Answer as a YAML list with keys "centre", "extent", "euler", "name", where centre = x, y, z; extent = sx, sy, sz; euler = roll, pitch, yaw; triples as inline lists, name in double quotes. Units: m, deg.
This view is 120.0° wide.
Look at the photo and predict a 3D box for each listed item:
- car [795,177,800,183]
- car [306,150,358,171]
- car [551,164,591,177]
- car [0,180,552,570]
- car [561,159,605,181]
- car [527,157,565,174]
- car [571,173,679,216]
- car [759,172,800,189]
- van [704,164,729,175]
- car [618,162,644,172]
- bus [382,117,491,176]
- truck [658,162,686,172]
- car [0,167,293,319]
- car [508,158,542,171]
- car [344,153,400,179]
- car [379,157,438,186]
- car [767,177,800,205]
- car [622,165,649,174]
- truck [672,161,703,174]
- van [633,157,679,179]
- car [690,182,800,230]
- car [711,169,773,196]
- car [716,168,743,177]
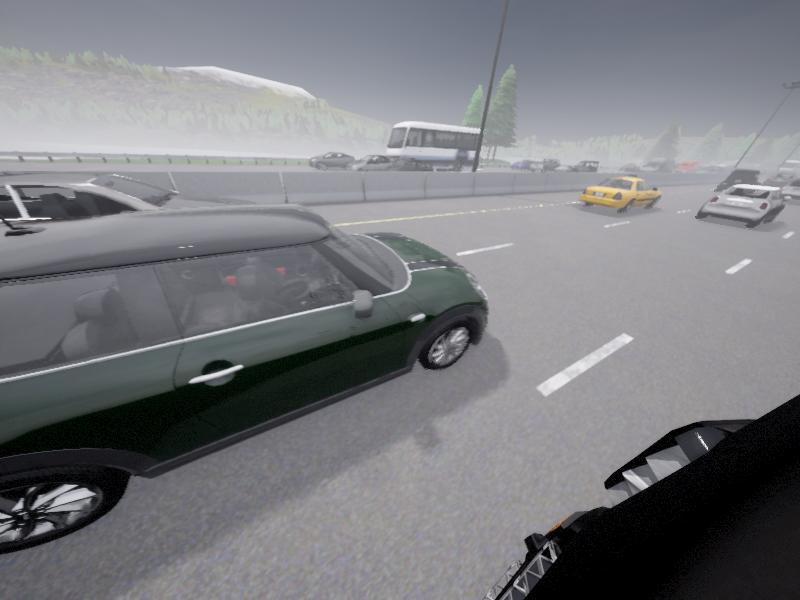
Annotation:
- centre: [72.998, -21.605, 41.003]
  extent: [4.856, 1.649, 2.033]
  euler: [-15, 37, -25]
  name: "car"
- centre: [-6.729, -13.903, 23.064]
  extent: [4.514, 1.525, 2.007]
  euler: [-15, 37, -25]
  name: "car"
- centre: [22.465, -17.044, 30.366]
  extent: [4.718, 1.301, 1.895]
  euler: [-15, 37, -25]
  name: "car"
- centre: [-1.141, -0.109, 2.426]
  extent: [4.553, 1.767, 2.097]
  euler: [-15, 37, -25]
  name: "car"
- centre: [20.519, -14.586, 25.955]
  extent: [3.866, 1.878, 1.905]
  euler: [-15, 37, -25]
  name: "car"
- centre: [20.682, -19.015, 32.667]
  extent: [4.605, 1.855, 1.932]
  euler: [-15, 38, -24]
  name: "car"
- centre: [11.531, -5.526, 11.822]
  extent: [5.366, 1.575, 1.801]
  euler: [-15, 37, -25]
  name: "car"
- centre: [49.106, -15.375, 29.646]
  extent: [4.611, 1.667, 2.242]
  euler: [-15, 37, -25]
  name: "car"
- centre: [76.199, -31.380, 55.680]
  extent: [4.480, 2.038, 2.069]
  euler: [-15, 37, -25]
  name: "van"
- centre: [49.832, -28.702, 49.916]
  extent: [4.974, 1.542, 2.038]
  euler: [-15, 37, -25]
  name: "car"
- centre: [3.645, -15.461, 23.782]
  extent: [10.273, 4.253, 3.944]
  euler: [-15, 37, -25]
  name: "bus"
- centre: [69.657, -34.089, 59.186]
  extent: [6.274, 2.098, 2.390]
  euler: [-15, 37, -25]
  name: "truck"
- centre: [-4.889, -1.255, 4.012]
  extent: [5.027, 1.651, 2.152]
  euler: [-15, 37, -25]
  name: "car"
- centre: [19.206, -20.677, 35.385]
  extent: [4.514, 1.525, 2.007]
  euler: [-15, 37, -25]
  name: "car"
- centre: [-2.220, -10.726, 18.553]
  extent: [3.988, 1.617, 1.851]
  euler: [-15, 37, -25]
  name: "car"
- centre: [0.577, -9.239, 16.576]
  extent: [3.705, 1.549, 1.789]
  euler: [-15, 37, -25]
  name: "car"
- centre: [30.533, -8.303, 17.523]
  extent: [3.988, 1.617, 1.851]
  euler: [-15, 37, -25]
  name: "car"
- centre: [45.528, -25.266, 44.635]
  extent: [4.718, 1.301, 1.895]
  euler: [-15, 37, -25]
  name: "car"
- centre: [68.896, -31.848, 55.402]
  extent: [5.204, 2.467, 2.627]
  euler: [-15, 37, -25]
  name: "truck"
- centre: [37.550, -19.301, 33.864]
  extent: [5.915, 2.561, 1.988]
  euler: [-14, 37, -25]
  name: "van"
- centre: [15.886, -4.426, 10.606]
  extent: [3.806, 1.475, 1.970]
  euler: [-15, 37, -25]
  name: "car"
- centre: [31.085, -10.760, 21.022]
  extent: [3.866, 1.878, 1.905]
  euler: [-15, 37, -25]
  name: "car"
- centre: [72.190, -27.895, 50.628]
  extent: [4.902, 1.511, 2.128]
  euler: [-15, 37, -25]
  name: "car"
